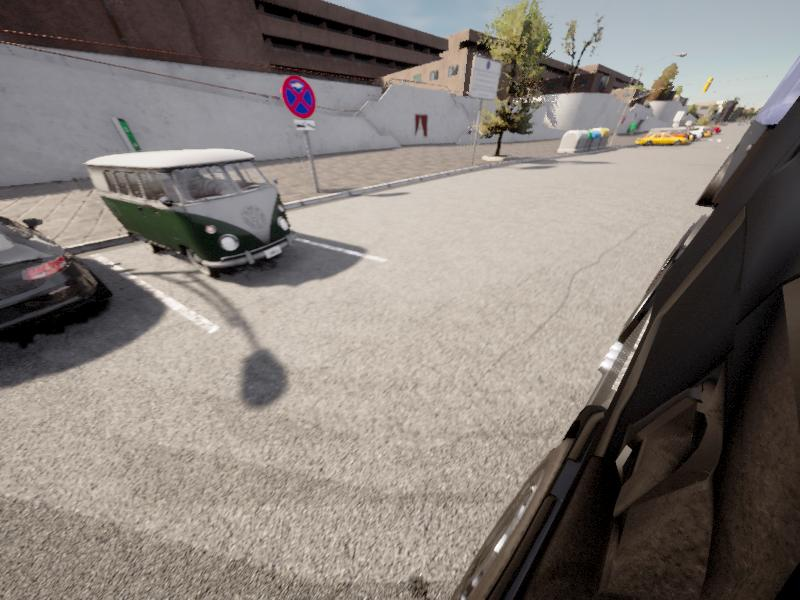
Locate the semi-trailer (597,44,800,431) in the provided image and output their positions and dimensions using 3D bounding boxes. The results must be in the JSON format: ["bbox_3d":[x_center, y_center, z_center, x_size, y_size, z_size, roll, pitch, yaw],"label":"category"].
[{"bbox_3d":[8.716,-3.568,4.248,14.254,4.402,2.717,-28,44,-30],"label":"semi-trailer"}]

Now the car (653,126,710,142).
[{"bbox_3d":[49.386,-29.264,40.771,5.566,2.045,2.435,17,40,25],"label":"car"}]

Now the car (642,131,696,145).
[{"bbox_3d":[40.253,-24.398,34.833,4.792,1.488,2.163,17,40,25],"label":"car"}]

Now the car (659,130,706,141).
[{"bbox_3d":[51.703,-30.213,42.446,4.892,1.521,2.231,17,39,25],"label":"car"}]

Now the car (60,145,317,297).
[{"bbox_3d":[-4.264,-1.933,4.826,4.442,1.987,1.878,17,41,25],"label":"car"}]

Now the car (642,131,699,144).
[{"bbox_3d":[42.402,-25.629,36.405,5.366,1.575,1.946,17,40,25],"label":"car"}]

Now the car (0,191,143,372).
[{"bbox_3d":[-6.634,-0.529,3.547,4.674,1.452,2.002,17,41,25],"label":"car"}]

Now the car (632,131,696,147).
[{"bbox_3d":[35.869,-22.047,31.681,5.366,1.575,1.946,17,39,25],"label":"car"}]

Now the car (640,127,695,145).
[{"bbox_3d":[38.090,-23.408,33.104,4.442,1.987,1.878,17,39,25],"label":"car"}]

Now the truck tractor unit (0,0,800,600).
[{"bbox_3d":[2.645,-0.295,0.351,6.516,4.208,3.053,-28,44,-30],"label":"truck tractor unit"}]

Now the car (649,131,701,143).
[{"bbox_3d":[44.853,-26.733,37.852,4.892,1.521,2.231,17,40,25],"label":"car"}]
